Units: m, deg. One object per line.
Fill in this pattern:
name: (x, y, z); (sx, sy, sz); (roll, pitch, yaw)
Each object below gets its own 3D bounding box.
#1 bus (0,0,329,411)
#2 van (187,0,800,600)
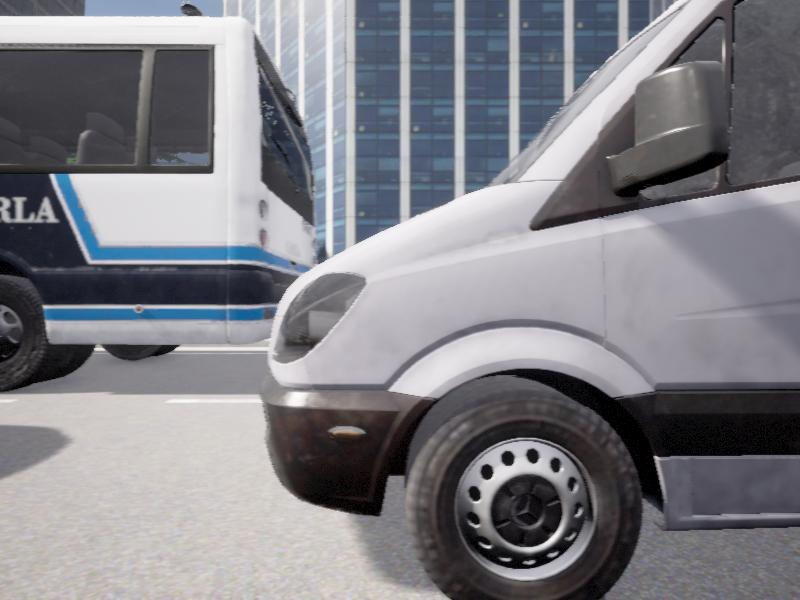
bus: (-6.465, -1.136, 5.525); (10.273, 4.253, 3.944); (0, 0, 0)
van: (2.324, -0.277, 2.195); (5.915, 2.561, 1.988); (0, 0, 0)
